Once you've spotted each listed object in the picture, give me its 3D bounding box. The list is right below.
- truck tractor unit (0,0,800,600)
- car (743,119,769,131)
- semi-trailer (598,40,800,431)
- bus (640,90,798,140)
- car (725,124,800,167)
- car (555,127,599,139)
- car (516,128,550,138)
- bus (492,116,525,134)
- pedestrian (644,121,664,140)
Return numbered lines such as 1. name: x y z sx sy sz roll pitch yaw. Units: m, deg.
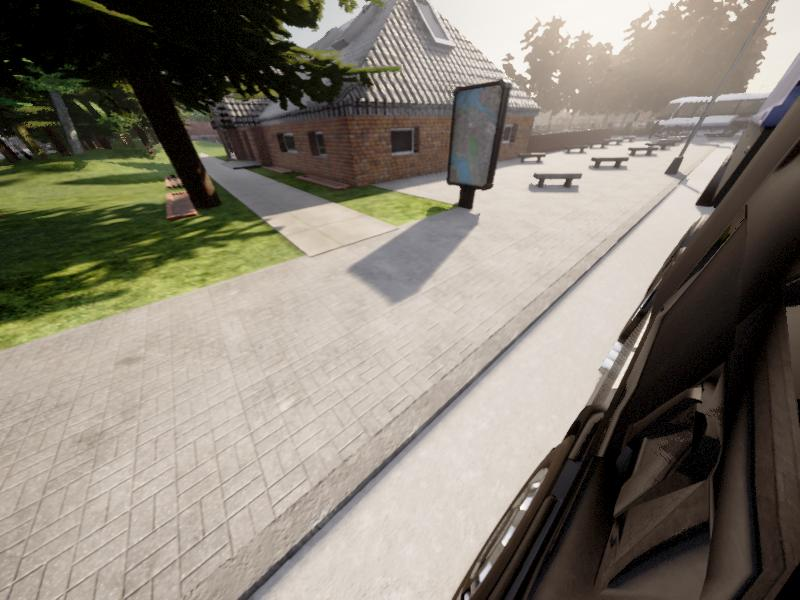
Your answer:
1. truck tractor unit: 2.645 -0.295 0.351 6.516 4.208 3.053 -28 44 -30
2. car: 64.786 -31.937 42.093 5.238 1.638 1.930 -28 44 -30
3. semi-trailer: 8.703 -3.572 4.268 14.254 4.402 2.717 -28 44 -30
4. bus: 38.527 -22.793 28.873 10.273 4.253 3.944 8 38 14
5. car: 20.855 -8.806 13.038 4.611 1.667 2.242 -28 43 -30
6. car: 29.635 -28.064 38.860 2.033 1.411 5.357 -27 43 -30
7. car: 24.899 -31.408 43.502 1.882 1.535 5.008 -28 43 -30
8. bus: 34.278 -55.115 72.788 10.273 4.253 3.944 -26 43 -28
9. pedestrian: 31.496 -21.052 28.662 0.751 1.860 0.751 -13 38 -14
